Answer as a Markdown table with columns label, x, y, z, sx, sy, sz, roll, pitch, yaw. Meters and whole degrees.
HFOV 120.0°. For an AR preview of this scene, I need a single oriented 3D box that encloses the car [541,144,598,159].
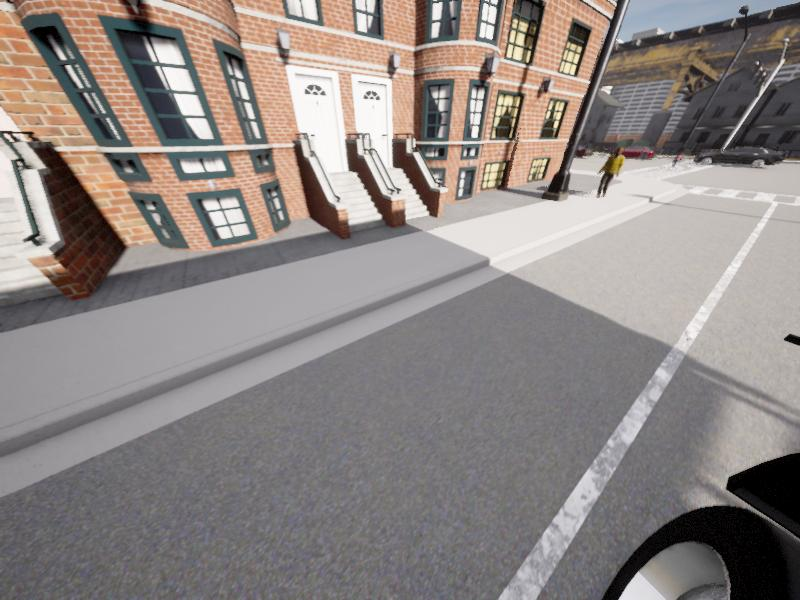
| label | x | y | z | sx | sy | sz | roll | pitch | yaw |
| --- | --- | --- | --- | --- | --- | --- | --- | --- | --- |
| car | 21.472 | -19.069 | 29.573 | 2.033 | 1.411 | 5.357 | -21 | 40 | -27 |

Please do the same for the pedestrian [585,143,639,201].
| label | x | y | z | sx | sy | sz | roll | pitch | yaw |
| --- | --- | --- | --- | --- | --- | --- | --- | --- | --- |
| pedestrian | 8.109 | -4.931 | 8.917 | 0.751 | 1.860 | 0.751 | -27 | 43 | -33 |

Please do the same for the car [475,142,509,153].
| label | x | y | z | sx | sy | sz | roll | pitch | yaw |
| --- | --- | --- | --- | --- | --- | --- | --- | --- | --- |
| car | 16.215 | -27.142 | 41.067 | 2.033 | 1.411 | 5.357 | -21 | 40 | -27 |

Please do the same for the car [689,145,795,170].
| label | x | y | z | sx | sy | sz | roll | pitch | yaw |
| --- | --- | --- | --- | --- | --- | --- | --- | --- | --- |
| car | 29.301 | -12.456 | 20.042 | 1.837 | 1.490 | 4.892 | -21 | 40 | -27 |

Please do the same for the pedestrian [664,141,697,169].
| label | x | y | z | sx | sy | sz | roll | pitch | yaw |
| --- | --- | --- | --- | --- | --- | --- | --- | --- | --- |
| pedestrian | 22.436 | -11.597 | 18.519 | 0.751 | 1.860 | 0.751 | -16 | 38 | -21 |

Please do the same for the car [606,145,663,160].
| label | x | y | z | sx | sy | sz | roll | pitch | yaw |
| --- | --- | --- | --- | --- | --- | --- | --- | --- | --- |
| car | 27.547 | -17.500 | 27.319 | 1.994 | 1.385 | 4.181 | -21 | 40 | -27 |
